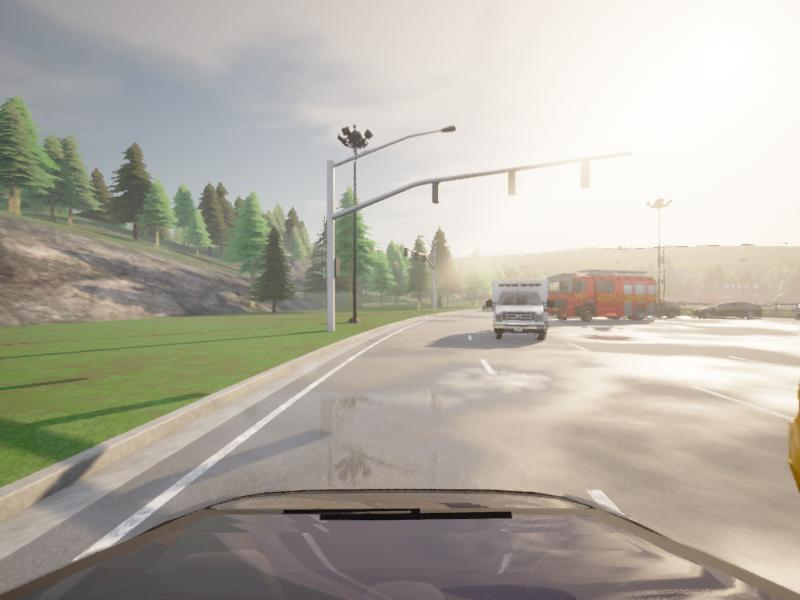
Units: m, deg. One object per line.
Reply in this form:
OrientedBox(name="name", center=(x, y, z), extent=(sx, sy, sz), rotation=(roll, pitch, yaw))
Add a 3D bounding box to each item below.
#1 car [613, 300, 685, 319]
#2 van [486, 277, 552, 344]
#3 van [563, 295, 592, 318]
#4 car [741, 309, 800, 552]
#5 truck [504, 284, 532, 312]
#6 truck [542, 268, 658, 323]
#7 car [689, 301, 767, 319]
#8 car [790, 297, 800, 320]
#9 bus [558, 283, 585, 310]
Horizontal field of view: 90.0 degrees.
OrientedBox(name="car", center=(22.241, 0.793, 35.928), extent=(5.027, 1.651, 2.152), rotation=(0, 0, 3))
OrientedBox(name="van", center=(5.387, 0.380, 17.945), extent=(2.351, 2.431, 6.366), rotation=(0, 0, 18))
OrientedBox(name="van", center=(17.069, 0.578, 38.656), extent=(2.069, 2.038, 4.480), rotation=(0, 0, 18))
OrientedBox(name="car", center=(3.385, 0.825, 0.451), extent=(1.882, 1.535, 5.008), rotation=(0, 0, 3))
OrientedBox(name="truck", center=(17.841, -0.313, 60.111), extent=(2.891, 3.827, 8.468), rotation=(0, 0, 24))
OrientedBox(name="truck", center=(15.358, -0.313, 30.642), extent=(8.468, 3.827, 2.891), rotation=(0, 0, -20))
OrientedBox(name="car", center=(28.510, 0.867, 34.964), extent=(4.792, 1.488, 2.163), rotation=(0, 0, 20))
OrientedBox(name="car", center=(35.003, 0.673, 32.341), extent=(4.605, 1.855, 1.932), rotation=(0, 0, 23))
OrientedBox(name="bus", center=(29.735, -0.520, 69.087), extent=(3.944, 4.253, 10.273), rotation=(0, 0, 24))
